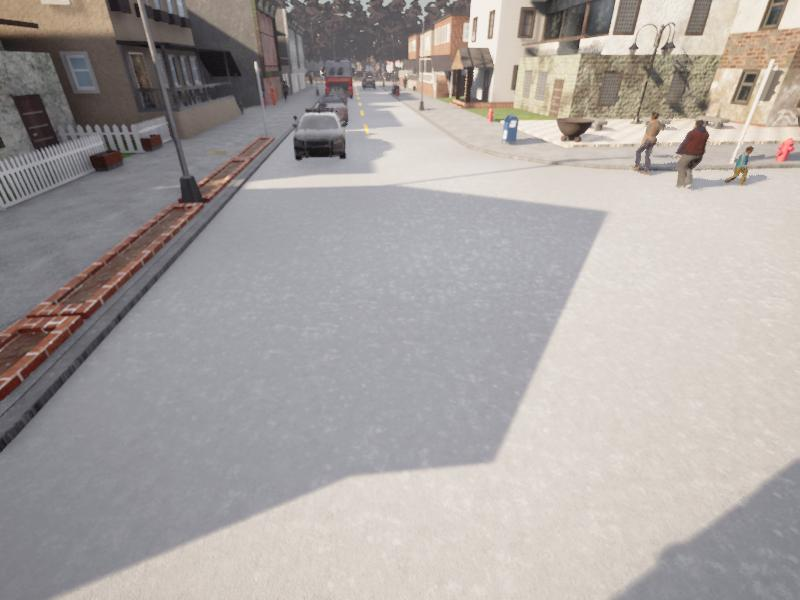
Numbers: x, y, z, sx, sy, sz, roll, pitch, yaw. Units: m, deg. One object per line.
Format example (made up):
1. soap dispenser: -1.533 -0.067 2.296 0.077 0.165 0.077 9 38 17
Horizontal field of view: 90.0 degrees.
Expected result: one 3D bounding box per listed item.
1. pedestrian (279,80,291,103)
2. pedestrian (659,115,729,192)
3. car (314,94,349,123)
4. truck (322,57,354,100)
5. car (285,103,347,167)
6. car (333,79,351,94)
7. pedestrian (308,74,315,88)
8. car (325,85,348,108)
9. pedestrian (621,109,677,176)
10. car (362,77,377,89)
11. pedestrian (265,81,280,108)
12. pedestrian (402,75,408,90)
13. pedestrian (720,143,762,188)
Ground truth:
1. pedestrian: -10.633 -19.337 37.030 0.751 1.860 0.751 -5 31 -8
2. pedestrian: 8.009 -4.007 10.986 0.751 1.860 0.751 -3 30 -6
3. car: -4.441 -12.717 26.435 1.994 1.385 4.181 -3 30 -5
4. truck: -6.724 -24.696 44.517 2.891 3.827 8.468 -3 30 -5
5. car: -3.133 -6.728 15.911 1.930 1.638 5.238 -3 30 -6
6. car: -7.693 -28.344 53.084 2.163 1.488 4.792 -3 30 -5
7. pedestrian: -14.020 -34.628 63.214 0.751 1.860 0.751 -2 30 -4
8. car: -5.505 -17.909 35.147 1.789 1.549 3.705 -3 30 -5
9. pedestrian: 7.800 -4.957 12.613 0.751 1.860 0.751 -3 30 -6
10. car: -4.855 -34.034 62.778 2.038 1.542 4.974 -3 30 -5
11. pedestrian: -10.340 -16.658 32.443 0.751 1.860 0.751 -11 32 -19
12. pedestrian: 0.687 -30.493 56.132 0.751 1.860 0.751 2 30 3
13. pedestrian: 9.807 -3.889 11.538 0.500 1.100 0.500 -24 38 -35
